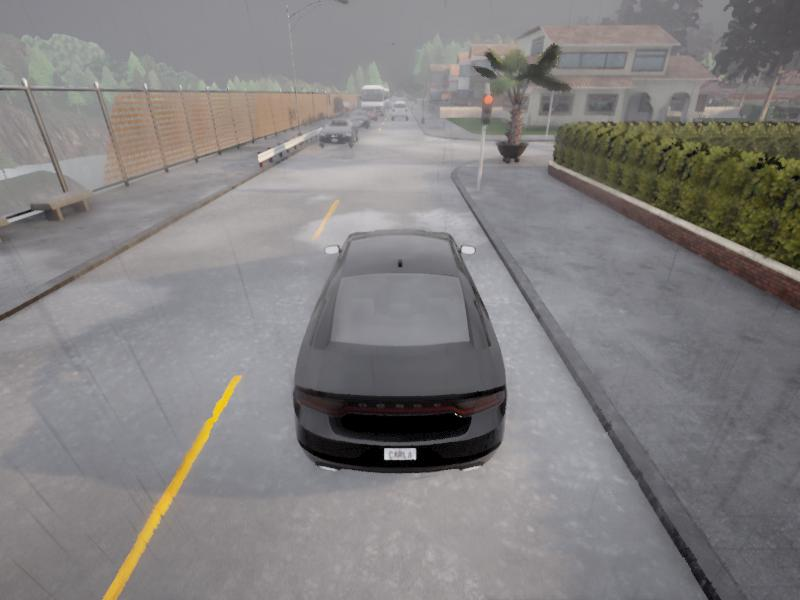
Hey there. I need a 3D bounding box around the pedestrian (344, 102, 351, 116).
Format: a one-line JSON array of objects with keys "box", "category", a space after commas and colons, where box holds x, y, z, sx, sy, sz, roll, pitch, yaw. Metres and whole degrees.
[{"box": [-7.844, -28.682, 60.131, 0.751, 1.860, 0.751, -8, 28, -16], "category": "pedestrian"}]

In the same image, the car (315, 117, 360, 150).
[{"box": [-3.999, -11.161, 26.567, 2.152, 1.651, 5.027, 0, 27, 0], "category": "car"}]

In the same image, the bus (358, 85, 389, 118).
[{"box": [-3.879, -30.795, 61.900, 3.944, 4.253, 10.273, 0, 27, 0], "category": "bus"}]

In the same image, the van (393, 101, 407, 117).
[{"box": [-0.001, -30.093, 62.967, 2.069, 2.038, 4.480, 0, 27, 0], "category": "van"}]

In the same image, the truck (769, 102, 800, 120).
[{"box": [53.529, -25.240, 53.442, 2.390, 2.098, 6.274, 0, 27, 0], "category": "truck"}]

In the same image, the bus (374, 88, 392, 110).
[{"box": [-3.880, -47.235, 93.902, 3.944, 4.253, 10.273, 0, 27, 0], "category": "bus"}]

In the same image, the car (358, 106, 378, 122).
[{"box": [-3.999, -23.576, 50.673, 2.242, 1.667, 4.611, 0, 28, 0], "category": "car"}]

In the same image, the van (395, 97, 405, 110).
[{"box": [0.001, -44.990, 91.527, 2.351, 2.431, 6.366, 0, 27, 0], "category": "van"}]

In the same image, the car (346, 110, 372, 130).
[{"box": [-3.998, -17.930, 39.742, 2.033, 1.649, 4.856, 0, 27, 0], "category": "car"}]

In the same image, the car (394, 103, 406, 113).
[{"box": [-0.001, -37.222, 77.391, 2.242, 1.667, 4.611, 0, 27, 0], "category": "car"}]

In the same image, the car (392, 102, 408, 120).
[{"box": [-0.002, -25.683, 54.371, 2.150, 2.045, 5.566, 0, 27, 0], "category": "car"}]

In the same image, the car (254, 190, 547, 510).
[{"box": [0.001, -0.109, 5.144, 1.882, 1.535, 5.008, 0, 27, 0], "category": "car"}]
